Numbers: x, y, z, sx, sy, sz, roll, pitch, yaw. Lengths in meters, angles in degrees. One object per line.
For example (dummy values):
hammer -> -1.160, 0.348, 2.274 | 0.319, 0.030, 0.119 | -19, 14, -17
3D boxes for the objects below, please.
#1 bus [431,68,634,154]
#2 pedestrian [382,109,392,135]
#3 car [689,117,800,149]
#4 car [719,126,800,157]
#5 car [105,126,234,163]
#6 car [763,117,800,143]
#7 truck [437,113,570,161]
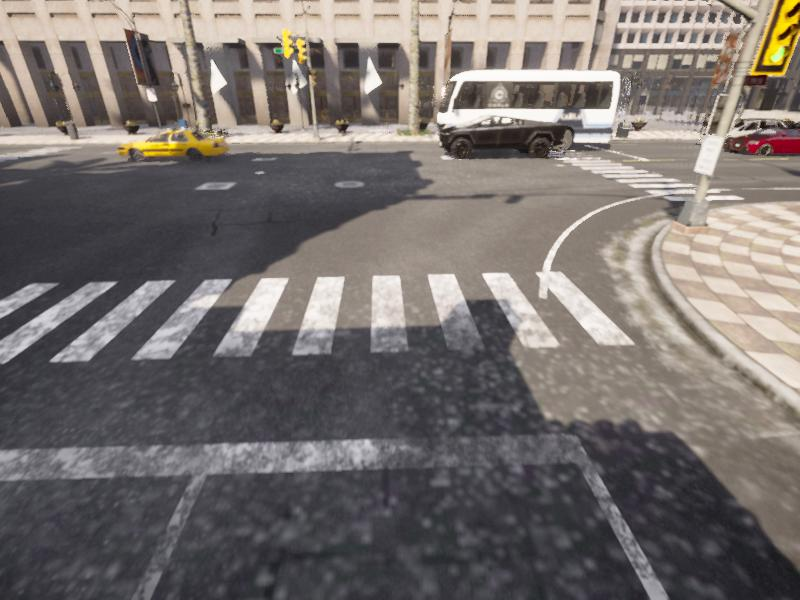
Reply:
bus -> 7.292, -11.261, 23.893 | 10.273, 4.253, 3.944 | -1, 27, -2
pedestrian -> -1.017, -14.153, 31.827 | 0.751, 1.860, 0.751 | -3, 27, -5
car -> 21.417, -10.477, 25.077 | 4.611, 1.667, 2.242 | -1, 27, -2
car -> 20.569, -8.727, 21.998 | 4.181, 1.385, 1.994 | -1, 27, -2
car -> -11.800, -8.122, 20.845 | 5.366, 1.575, 1.801 | -1, 27, -2
car -> 29.172, -12.016, 28.225 | 4.792, 1.488, 2.163 | -2, 27, -2
truck -> 5.286, -8.722, 21.310 | 6.274, 2.098, 2.390 | -1, 27, -2
